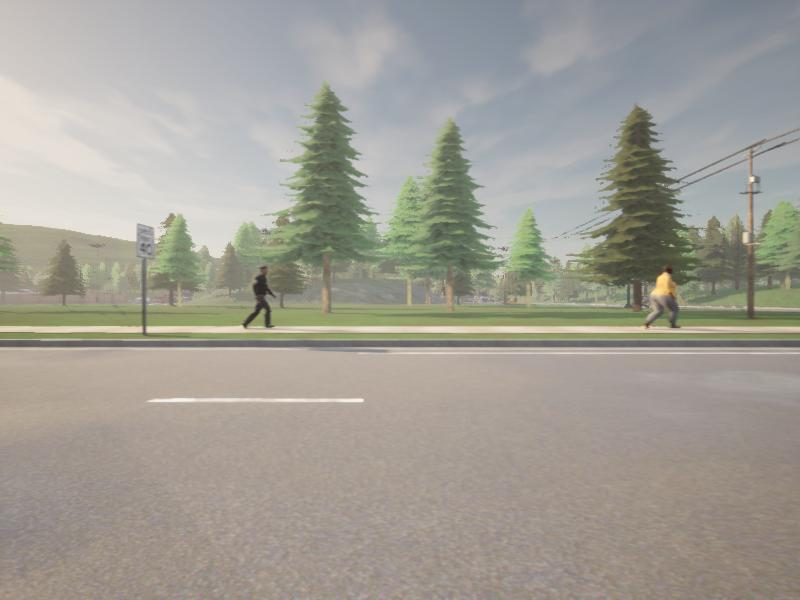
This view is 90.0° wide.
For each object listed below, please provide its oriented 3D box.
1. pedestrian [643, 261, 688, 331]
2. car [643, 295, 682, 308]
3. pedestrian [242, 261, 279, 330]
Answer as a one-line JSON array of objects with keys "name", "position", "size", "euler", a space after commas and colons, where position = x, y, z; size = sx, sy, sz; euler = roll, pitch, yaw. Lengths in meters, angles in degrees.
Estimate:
[{"name": "pedestrian", "position": [7.251, -0.115, 10.972], "size": [0.751, 1.860, 0.751], "euler": [0, 0, 1]}, {"name": "car", "position": [34.740, 0.178, 53.184], "size": [2.033, 1.649, 4.856], "euler": [0, 0, 1]}, {"name": "pedestrian", "position": [-3.886, -0.115, 11.177], "size": [0.751, 1.860, 0.751], "euler": [0, 0, 1]}]
